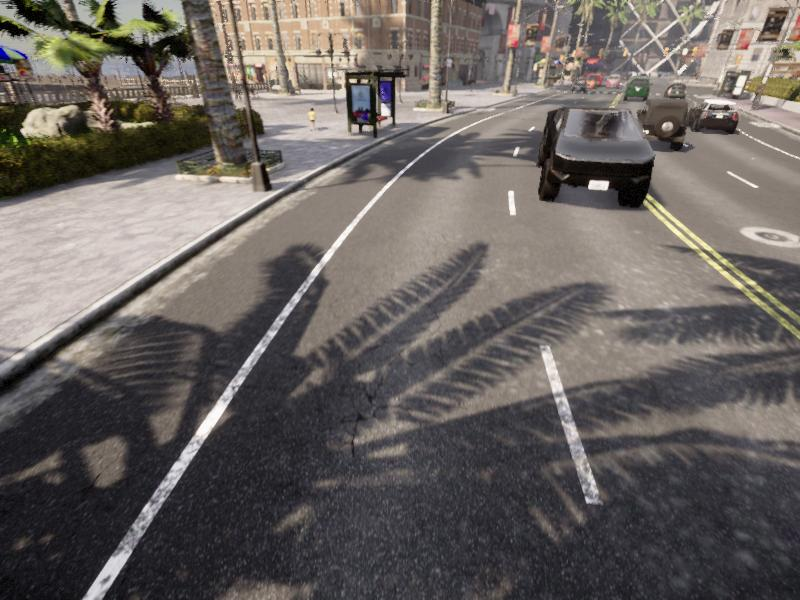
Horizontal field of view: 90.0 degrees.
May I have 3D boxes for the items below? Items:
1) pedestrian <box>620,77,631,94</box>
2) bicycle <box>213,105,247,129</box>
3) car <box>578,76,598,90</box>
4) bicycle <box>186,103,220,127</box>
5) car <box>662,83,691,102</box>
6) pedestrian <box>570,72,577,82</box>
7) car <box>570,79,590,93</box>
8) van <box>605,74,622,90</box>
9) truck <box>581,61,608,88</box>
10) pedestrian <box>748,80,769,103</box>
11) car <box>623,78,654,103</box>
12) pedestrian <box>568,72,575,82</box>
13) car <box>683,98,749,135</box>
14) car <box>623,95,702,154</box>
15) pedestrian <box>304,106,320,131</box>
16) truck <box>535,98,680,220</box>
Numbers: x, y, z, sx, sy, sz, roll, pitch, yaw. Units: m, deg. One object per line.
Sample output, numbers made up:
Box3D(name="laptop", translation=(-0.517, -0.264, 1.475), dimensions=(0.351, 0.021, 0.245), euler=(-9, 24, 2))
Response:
Box3D(name="pedestrian", translation=(29.398, -27.955, 52.144), dimensions=(0.751, 1.860, 0.751), euler=(13, 33, 21))
Box3D(name="bicycle", translation=(-8.916, -9.654, 21.082), dimensions=(0.373, 1.024, 1.643), euler=(14, 33, 23))
Box3D(name="car", translation=(29.454, -34.052, 62.671), dimensions=(2.097, 1.767, 4.553), euler=(15, 33, 23))
Box3D(name="bicycle", translation=(-10.717, -10.117, 21.852), dimensions=(0.373, 1.024, 1.643), euler=(14, 33, 23))
Box3D(name="car", translation=(28.825, -21.727, 41.805), dimensions=(1.851, 1.617, 3.988), euler=(15, 33, 23))
Box3D(name="pedestrian", translation=(37.035, -47.452, 85.206), dimensions=(0.751, 1.860, 0.751), euler=(26, 39, 36))
Box3D(name="car", translation=(24.484, -29.086, 54.357), dimensions=(1.789, 1.549, 3.705), euler=(15, 33, 23))
Box3D(name="van", translation=(33.723, -34.447, 63.194), dimensions=(1.775, 1.987, 4.442), euler=(15, 33, 23))
Box3D(name="truck", translation=(34.284, -39.669, 70.289), dimensions=(2.891, 3.827, 8.468), euler=(15, 33, 23))
Box3D(name="pedestrian", translation=(33.510, -19.452, 37.375), dimensions=(0.751, 1.860, 0.751), euler=(15, 33, 23))
Box3D(name="car", translation=(24.804, -21.881, 41.589), dimensions=(2.150, 2.045, 5.566), euler=(16, 34, 24))
Box3D(name="pedestrian", translation=(36.438, -47.333, 84.996), dimensions=(0.751, 1.860, 0.751), euler=(-22, 37, -33))
Box3D(name="car", translation=(17.420, -10.296, 22.298), dimensions=(1.970, 1.475, 3.806), euler=(13, 33, 21))
Box3D(name="car", translation=(11.243, -7.755, 17.482), dimensions=(1.905, 1.878, 3.866), euler=(11, 32, 18))
Box3D(name="pedestrian", translation=(-4.407, -9.120, 20.075), dimensions=(0.500, 1.100, 0.500), euler=(12, 32, 20))
Box3D(name="truck", translation=(5.368, -4.428, 11.534), dimensions=(2.390, 2.098, 6.274), euler=(8, 31, 13))
